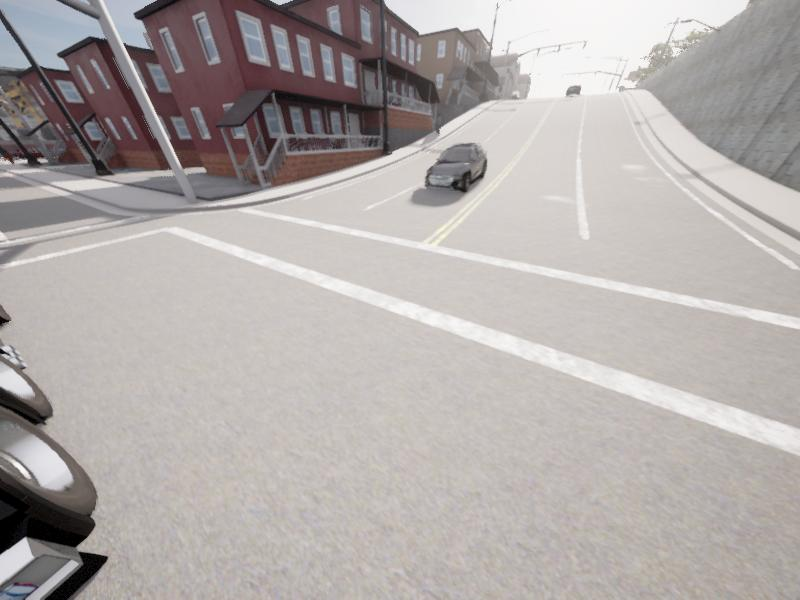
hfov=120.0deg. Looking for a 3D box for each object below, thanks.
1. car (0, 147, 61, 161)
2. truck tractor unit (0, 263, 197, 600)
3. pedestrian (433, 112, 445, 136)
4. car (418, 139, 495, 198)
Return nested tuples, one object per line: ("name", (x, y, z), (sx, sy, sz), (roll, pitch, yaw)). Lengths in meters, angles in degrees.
("car", (-56.702, -22.363, 35.364), (1.882, 1.535, 5.008), (17, 38, 23))
("truck tractor unit", (-5.112, -0.299, 0.784), (6.516, 4.208, 3.053), (18, 39, 24))
("pedestrian", (3.796, -17.219, 22.664), (0.751, 1.860, 0.751), (17, 38, 23))
("car", (2.886, -6.606, 11.289), (2.033, 1.649, 4.856), (18, 44, 24))
